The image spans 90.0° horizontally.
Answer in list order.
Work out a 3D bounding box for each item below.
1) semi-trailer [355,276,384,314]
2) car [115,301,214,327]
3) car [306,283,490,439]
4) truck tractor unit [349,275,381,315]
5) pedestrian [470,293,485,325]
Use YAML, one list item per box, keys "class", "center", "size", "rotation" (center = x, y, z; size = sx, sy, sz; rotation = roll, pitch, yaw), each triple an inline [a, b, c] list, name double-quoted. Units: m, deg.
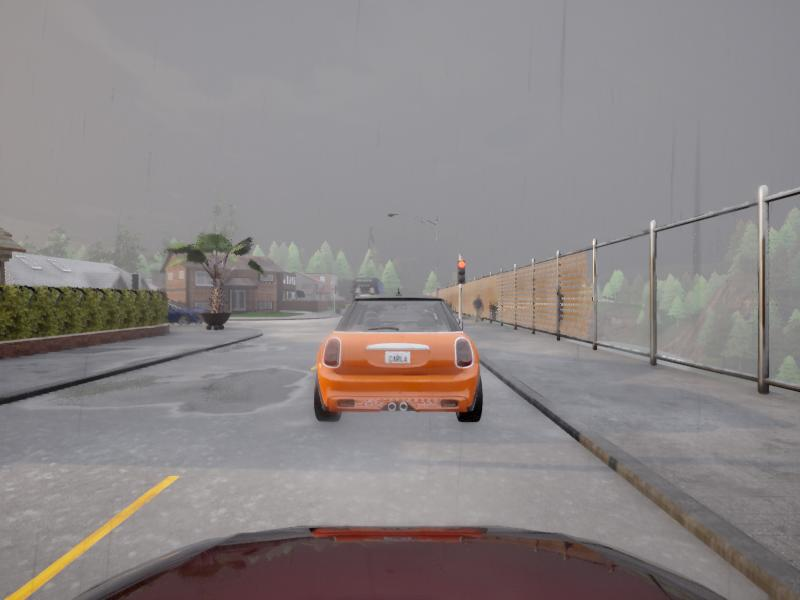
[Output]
- class: "semi-trailer"
  center: [-3.751, -0.618, 53.119]
  size: [2.717, 4.402, 14.254]
  rotation: [0, 0, 0]
- class: "car"
  center: [-14.476, 0.823, 24.765]
  size: [5.008, 1.535, 1.882]
  rotation: [0, 0, 0]
- class: "car"
  center: [-0.001, 0.694, 6.836]
  size: [2.097, 1.767, 4.553]
  rotation: [0, 0, 1]
- class: "truck tractor unit"
  center: [-3.790, -0.517, 45.204]
  size: [3.053, 4.208, 6.516]
  rotation: [0, 0, 0]
- class: "pedestrian"
  center: [4.611, 0.533, 23.737]
  size: [0.751, 1.860, 0.751]
  rotation: [0, 0, 1]
